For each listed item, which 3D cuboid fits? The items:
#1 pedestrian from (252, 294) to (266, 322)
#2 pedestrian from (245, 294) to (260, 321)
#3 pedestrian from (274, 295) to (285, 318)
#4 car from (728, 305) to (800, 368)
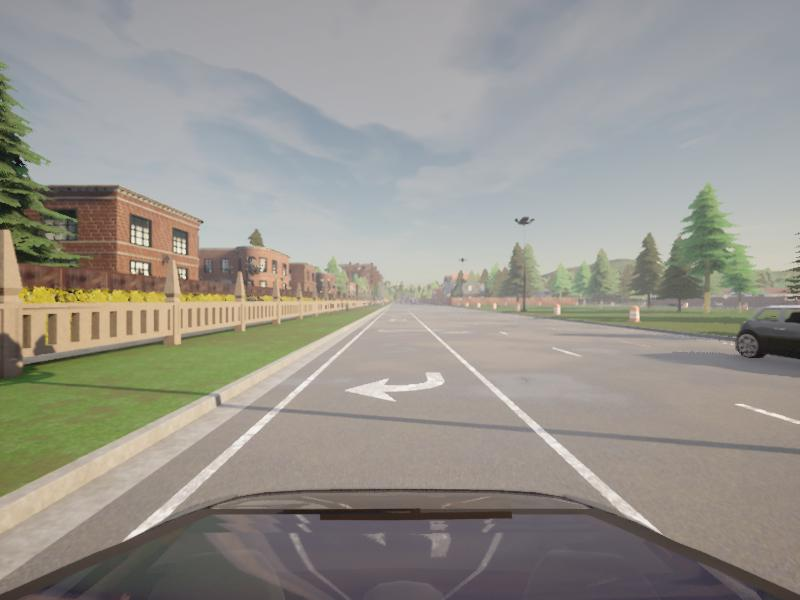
[{"bbox_3d":[-9.254,0.524,26.260,0.751,1.860,0.751,0,0,-6],"label":"pedestrian"},{"bbox_3d":[-10.202,0.526,27.707,0.751,1.860,0.751,0,0,-2],"label":"pedestrian"},{"bbox_3d":[-9.872,0.533,32.728,0.751,1.860,0.751,0,0,-5],"label":"pedestrian"},{"bbox_3d":[10.426,0.868,9.595,1.970,1.475,3.806,0,0,0],"label":"car"}]
